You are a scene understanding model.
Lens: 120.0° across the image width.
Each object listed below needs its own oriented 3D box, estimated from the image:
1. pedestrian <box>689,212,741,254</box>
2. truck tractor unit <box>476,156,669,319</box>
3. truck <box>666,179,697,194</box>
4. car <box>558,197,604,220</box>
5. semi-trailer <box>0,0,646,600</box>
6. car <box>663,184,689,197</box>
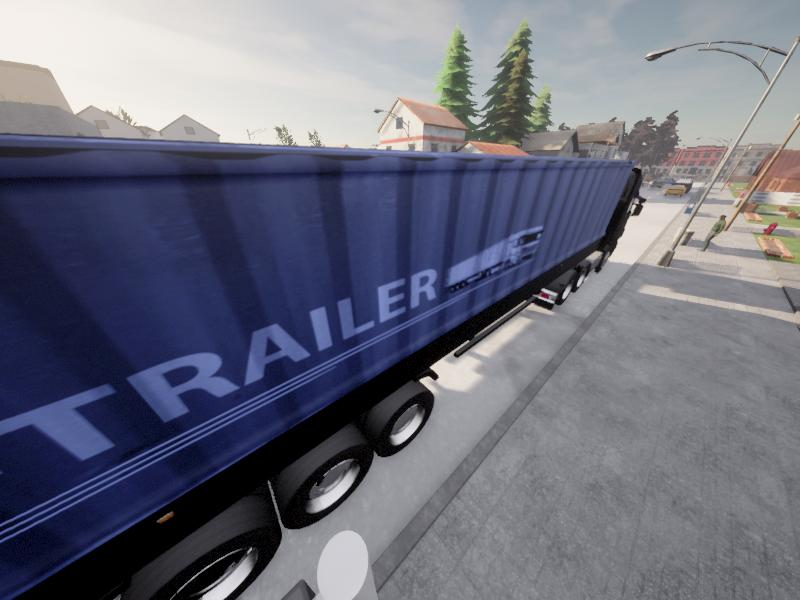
[{"bbox_3d":[16.017,-3.428,11.827,0.751,1.860,0.751,20,35,30],"label":"pedestrian"},{"bbox_3d":[6.439,-2.870,8.780,6.516,4.208,3.053,-23,37,-34],"label":"truck tractor unit"},{"bbox_3d":[49.349,-19.950,40.461,6.274,2.098,2.390,-23,37,-34],"label":"truck"},{"bbox_3d":[16.976,-8.670,21.653,4.181,1.385,1.994,-23,37,-34],"label":"car"},{"bbox_3d":[0.373,-0.423,4.320,14.254,4.402,2.717,-23,37,-34],"label":"semi-trailer"},{"bbox_3d":[43.629,-17.307,36.445,5.008,1.535,1.882,-23,37,-34],"label":"car"}]
